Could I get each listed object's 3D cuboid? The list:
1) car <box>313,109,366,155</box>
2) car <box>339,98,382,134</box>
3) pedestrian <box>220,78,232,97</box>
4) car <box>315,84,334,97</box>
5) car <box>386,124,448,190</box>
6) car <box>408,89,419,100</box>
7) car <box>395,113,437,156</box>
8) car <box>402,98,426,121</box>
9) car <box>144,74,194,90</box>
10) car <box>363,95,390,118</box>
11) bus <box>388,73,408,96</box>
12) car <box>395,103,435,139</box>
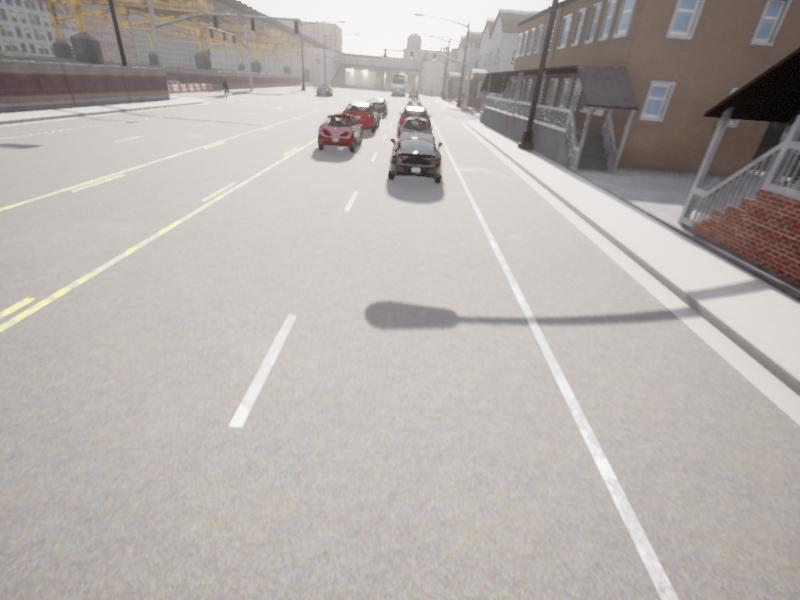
[{"bbox_3d":[-2.760,-8.030,18.935,1.845,1.501,3.633,4,29,0],"label":"car"},{"bbox_3d":[-2.510,-12.189,26.402,2.242,1.667,4.611,4,29,0],"label":"car"},{"bbox_3d":[-19.288,-23.567,44.410,0.751,1.860,0.751,4,29,-1],"label":"pedestrian"},{"bbox_3d":[-11.771,-32.953,62.877,2.033,1.649,4.856,4,29,0],"label":"car"},{"bbox_3d":[0.583,-5.373,14.676,1.812,1.442,4.674,4,29,0],"label":"car"},{"bbox_3d":[2.726,-40.771,79.239,2.033,1.649,4.856,4,29,0],"label":"car"},{"bbox_3d":[0.769,-8.433,20.185,1.845,1.501,3.633,4,29,0],"label":"car"},{"bbox_3d":[1.314,-18.045,37.773,2.007,1.525,4.514,5,29,0],"label":"car"},{"bbox_3d":[-28.875,-27.314,50.158,2.038,1.542,4.974,19,32,24],"label":"car"},{"bbox_3d":[-2.134,-18.436,37.995,2.128,1.511,4.902,4,29,0],"label":"car"},{"bbox_3d":[-0.327,-49.884,92.666,3.944,4.253,10.273,4,29,0],"label":"bus"},{"bbox_3d":[0.969,-11.876,26.341,2.242,1.667,4.611,4,29,0],"label":"car"}]
